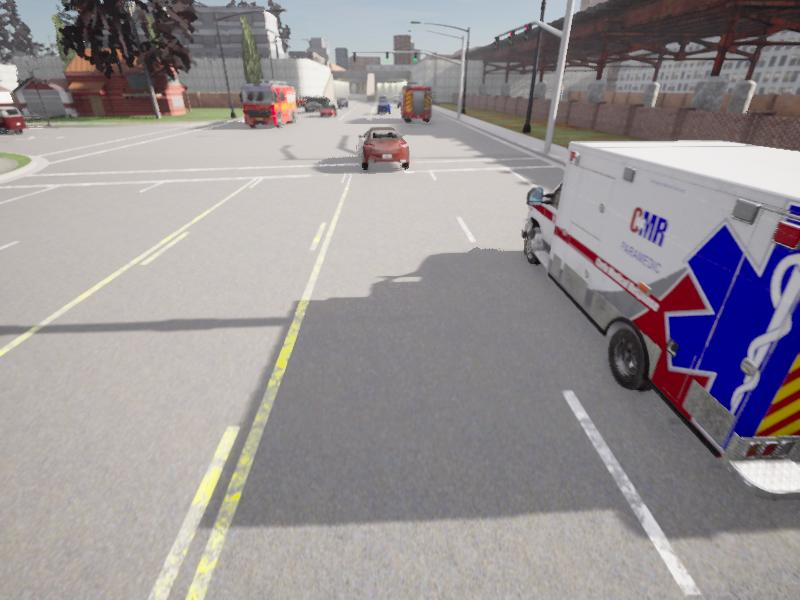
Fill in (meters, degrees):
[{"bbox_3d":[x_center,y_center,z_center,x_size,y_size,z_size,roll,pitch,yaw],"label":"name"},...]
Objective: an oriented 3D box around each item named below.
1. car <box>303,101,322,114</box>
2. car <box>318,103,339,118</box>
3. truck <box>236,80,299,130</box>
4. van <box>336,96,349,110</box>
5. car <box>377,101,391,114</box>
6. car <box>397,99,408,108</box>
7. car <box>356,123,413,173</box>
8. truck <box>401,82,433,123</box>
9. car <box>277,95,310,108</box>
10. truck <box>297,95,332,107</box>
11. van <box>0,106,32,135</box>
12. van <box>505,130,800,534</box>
[{"bbox_3d":[-12.868,-28.402,58.959,1.837,1.490,4.892,-1,28,-2],"label":"car"},{"bbox_3d":[-8.982,-24.023,50.669,2.007,1.525,4.514,-1,28,-2],"label":"car"},{"bbox_3d":[-12.127,-18.516,37.830,2.891,3.827,8.468,0,28,0],"label":"truck"},{"bbox_3d":[-9.818,-33.825,68.653,1.775,1.987,4.442,-1,28,-2],"label":"van"},{"bbox_3d":[-2.308,-27.828,57.827,1.882,1.535,5.008,-1,28,-2],"label":"car"},{"bbox_3d":[0.436,-36.519,74.304,1.812,1.442,4.674,-1,28,-2],"label":"car"},{"bbox_3d":[-0.878,-7.374,19.076,2.152,1.651,5.027,-3,28,-7],"label":"car"},{"bbox_3d":[1.755,-22.550,45.435,2.891,3.827,8.468,-1,28,-2],"label":"truck"},{"bbox_3d":[-20.060,-37.516,75.559,5.566,2.045,2.150,-1,28,-3],"label":"car"},{"bbox_3d":[-16.745,-39.250,78.757,6.274,2.098,2.390,3,28,5],"label":"truck"},{"bbox_3d":[-32.482,-14.144,31.560,4.442,1.987,1.775,-2,28,-3],"label":"van"},{"bbox_3d":[3.600,-0.743,5.418,2.351,2.431,6.366,-1,27,-2],"label":"van"}]
